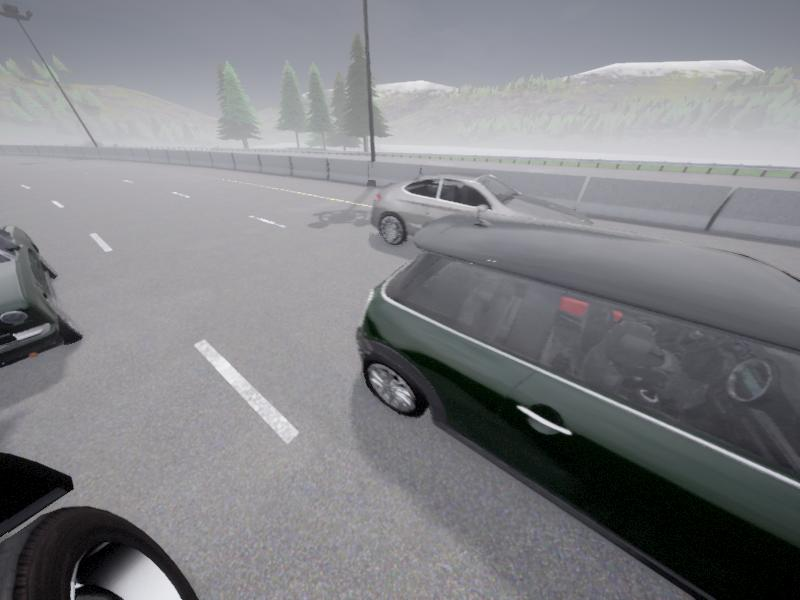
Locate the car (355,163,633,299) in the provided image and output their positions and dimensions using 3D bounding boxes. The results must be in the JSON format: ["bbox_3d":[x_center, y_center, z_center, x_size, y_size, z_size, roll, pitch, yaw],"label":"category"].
[{"bbox_3d":[1.619,-2.031,5.412,5.027,1.651,2.152,22,41,28],"label":"car"}]

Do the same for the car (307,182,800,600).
[{"bbox_3d":[1.816,0.439,1.752,4.553,1.767,2.097,22,41,28],"label":"car"}]

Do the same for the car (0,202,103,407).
[{"bbox_3d":[-6.142,-0.127,2.946,4.718,1.301,1.895,22,41,28],"label":"car"}]
